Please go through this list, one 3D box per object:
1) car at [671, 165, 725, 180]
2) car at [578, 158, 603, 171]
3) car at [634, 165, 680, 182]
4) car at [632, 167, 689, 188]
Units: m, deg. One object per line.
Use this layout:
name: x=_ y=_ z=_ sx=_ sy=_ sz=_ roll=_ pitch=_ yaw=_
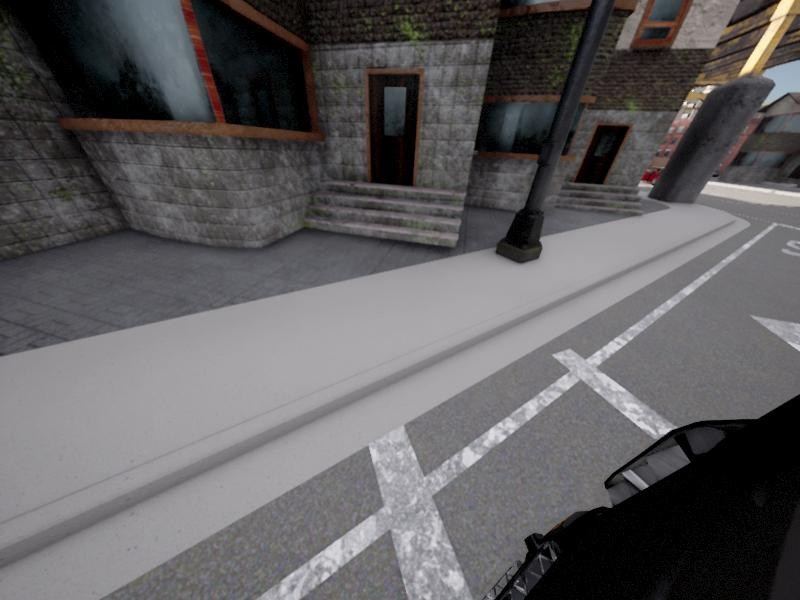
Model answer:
car: x=46.910 y=-20.229 z=36.581 sx=4.974 sy=1.542 sz=2.038 roll=30 pitch=42 yaw=35
car: x=36.646 y=-26.251 z=44.591 sx=1.905 sy=1.878 sz=3.866 roll=8 pitch=34 yaw=8
car: x=31.904 y=-15.802 z=28.862 sx=1.970 sy=1.475 sz=3.806 roll=10 pitch=34 yaw=11
car: x=26.795 y=-12.822 z=23.984 sx=1.816 sy=1.474 sz=4.193 roll=10 pitch=34 yaw=11
